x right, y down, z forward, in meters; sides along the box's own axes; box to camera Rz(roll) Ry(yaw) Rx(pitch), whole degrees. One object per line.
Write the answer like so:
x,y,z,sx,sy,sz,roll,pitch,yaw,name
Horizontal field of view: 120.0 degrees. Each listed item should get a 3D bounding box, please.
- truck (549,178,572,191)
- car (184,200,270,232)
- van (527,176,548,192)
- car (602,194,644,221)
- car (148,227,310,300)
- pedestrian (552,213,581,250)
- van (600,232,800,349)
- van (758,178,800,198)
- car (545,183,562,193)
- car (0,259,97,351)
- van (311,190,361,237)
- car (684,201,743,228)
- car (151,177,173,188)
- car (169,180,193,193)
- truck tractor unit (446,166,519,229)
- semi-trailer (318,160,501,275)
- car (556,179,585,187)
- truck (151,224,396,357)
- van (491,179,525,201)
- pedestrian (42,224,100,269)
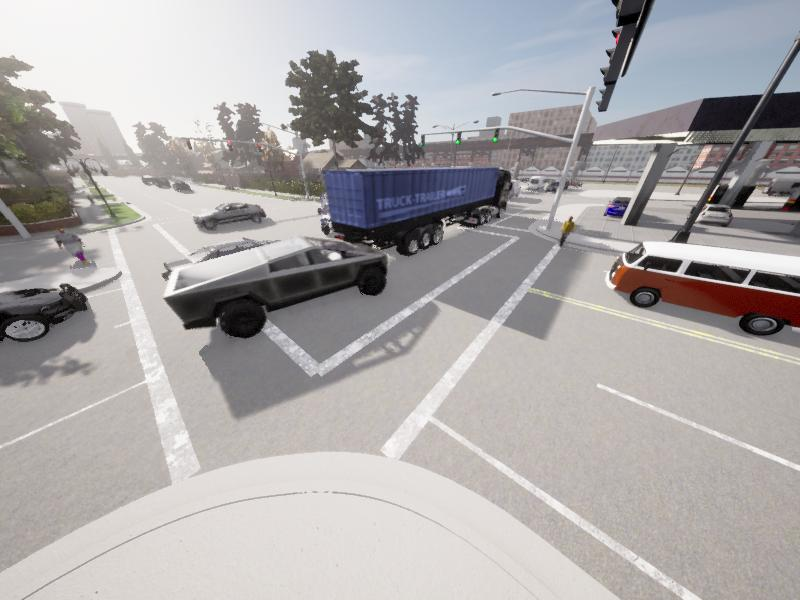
33.066,-23.815,47.556,2.390,2.098,6.274,23,37,34,truck
-13.917,-7.037,18.973,2.152,1.651,5.027,23,37,34,car
27.931,-23.679,46.878,1.988,2.561,5.915,22,37,34,van
21.088,-8.924,21.955,2.242,1.667,4.611,23,37,34,car
-7.196,-1.981,10.444,2.033,1.411,5.357,22,37,34,car
9.640,-3.980,13.390,0.751,1.860,0.751,22,37,33,pedestrian
9.670,-0.596,7.398,4.480,2.038,2.069,21,36,32,van
62.052,-17.399,35.997,5.915,2.561,1.988,24,38,34,van
28.678,-20.952,43.165,1.845,1.501,3.633,23,37,34,car
-11.856,0.697,5.557,1.930,1.638,5.238,22,37,33,car
-4.686,-7.070,18.223,2.351,2.431,6.366,-2,30,-3,van
25.999,-7.245,19.370,1.970,1.475,3.806,23,37,34,car
-55.586,-27.453,53.907,5.566,2.045,2.150,22,37,33,car
-42.302,-21.967,44.574,4.605,1.855,1.932,22,37,33,car
7.209,-9.163,20.047,3.053,4.208,6.516,23,37,34,truck tractor unit
2.162,-6.197,14.720,2.717,4.402,14.254,23,37,33,semi-trailer
40.473,-27.802,54.939,5.027,1.651,2.152,2,30,3,car
-3.413,-0.879,7.823,6.274,2.098,2.390,-21,35,-30,truck
16.303,-16.614,34.754,2.351,2.431,6.366,22,37,34,van
-15.332,-2.511,10.846,0.751,1.860,0.751,-22,37,-33,pedestrian
